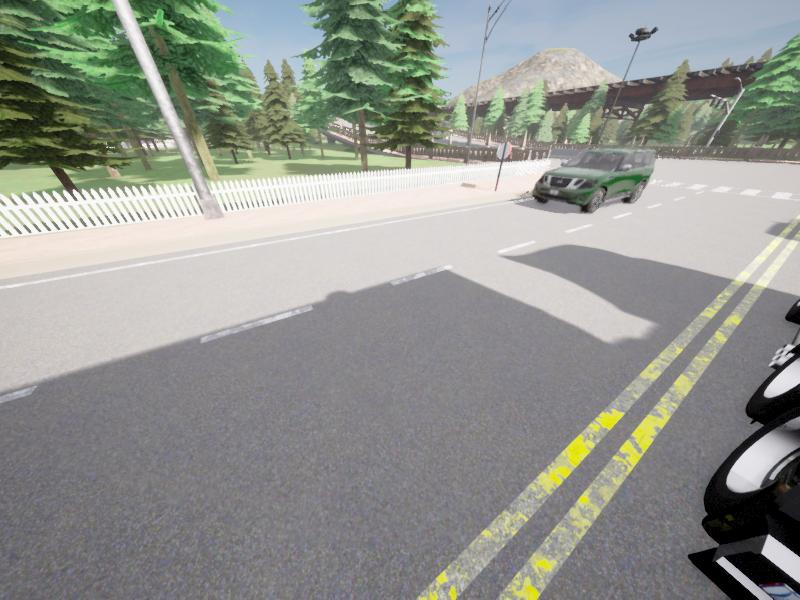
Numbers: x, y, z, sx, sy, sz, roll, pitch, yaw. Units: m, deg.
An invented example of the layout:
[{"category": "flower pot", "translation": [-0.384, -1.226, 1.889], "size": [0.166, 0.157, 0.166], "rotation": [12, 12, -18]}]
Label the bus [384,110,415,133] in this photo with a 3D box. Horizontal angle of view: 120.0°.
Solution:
[{"category": "bus", "translation": [-0.269, -51.959, 67.273], "size": [3.944, 4.253, 10.273], "rotation": [-20, 47, -26]}]

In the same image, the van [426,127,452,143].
[{"category": "van", "translation": [9.498, -40.504, 56.546], "size": [2.351, 2.431, 6.366], "rotation": [-20, 47, -26]}]

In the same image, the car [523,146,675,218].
[{"category": "car", "translation": [8.150, -5.063, 9.532], "size": [5.566, 2.045, 2.150], "rotation": [-18, 39, -24]}]

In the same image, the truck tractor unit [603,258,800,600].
[{"category": "truck tractor unit", "translation": [5.099, -0.312, 0.797], "size": [6.516, 4.208, 3.053], "rotation": [-19, 39, -25]}]
